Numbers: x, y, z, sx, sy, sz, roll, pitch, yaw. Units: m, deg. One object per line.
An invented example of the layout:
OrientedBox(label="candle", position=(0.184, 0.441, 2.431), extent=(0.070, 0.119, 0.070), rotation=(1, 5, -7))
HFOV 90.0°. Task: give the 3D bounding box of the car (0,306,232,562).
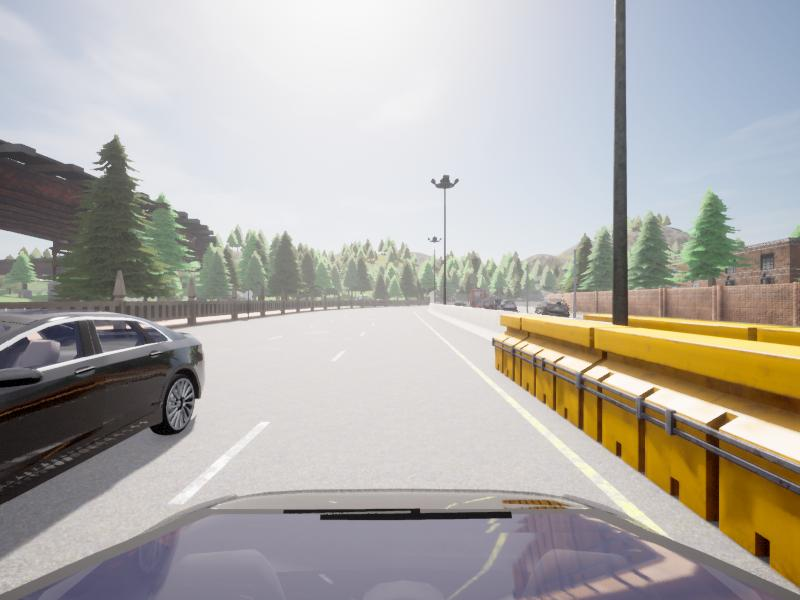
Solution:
OrientedBox(label="car", position=(-3.500, 0.837, 3.363), extent=(2.128, 1.511, 4.902), rotation=(0, 0, 0))

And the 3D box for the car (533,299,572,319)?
OrientedBox(label="car", position=(13.473, 0.764, 35.682), extent=(2.242, 1.667, 4.611), rotation=(0, 0, 8))
